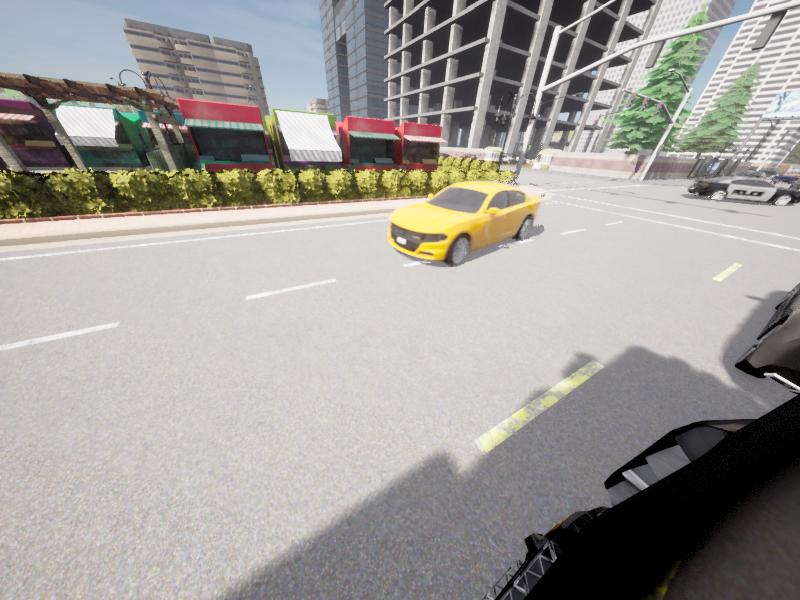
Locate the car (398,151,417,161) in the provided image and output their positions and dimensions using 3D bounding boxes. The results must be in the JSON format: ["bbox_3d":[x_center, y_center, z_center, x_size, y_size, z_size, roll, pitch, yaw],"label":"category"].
[{"bbox_3d":[1.417,-28.812,46.123,1.994,1.385,4.181,-16,38,-26],"label":"car"}]

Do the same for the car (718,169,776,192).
[{"bbox_3d":[35.163,-12.204,23.433,4.553,1.767,2.097,-15,38,-25],"label":"car"}]

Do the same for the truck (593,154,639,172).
[{"bbox_3d":[40.800,-26.069,43.857,2.615,2.467,5.204,-15,38,-25],"label":"truck"}]

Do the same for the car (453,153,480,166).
[{"bbox_3d":[10.932,-23.239,38.250,1.851,1.617,3.988,-16,38,-26],"label":"car"}]

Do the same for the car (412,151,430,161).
[{"bbox_3d":[4.332,-29.869,47.774,1.789,1.549,3.705,-16,38,-26],"label":"car"}]

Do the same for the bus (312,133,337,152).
[{"bbox_3d":[-22.323,-46.300,68.013,3.944,4.253,10.273,-16,38,-26],"label":"bus"}]

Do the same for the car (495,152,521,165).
[{"bbox_3d":[21.123,-27.829,45.455,1.905,1.878,3.866,-15,38,-25],"label":"car"}]

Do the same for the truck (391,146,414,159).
[{"bbox_3d":[0.513,-33.957,53.143,2.390,2.098,6.274,-16,38,-26],"label":"truck"}]

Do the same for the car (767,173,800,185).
[{"bbox_3d":[57.558,-18.140,34.551,4.718,1.301,1.895,-15,38,-25],"label":"car"}]

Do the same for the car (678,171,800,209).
[{"bbox_3d":[23.018,-7.419,15.409,5.238,1.638,1.930,15,36,17],"label":"car"}]

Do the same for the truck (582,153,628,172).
[{"bbox_3d":[37.045,-25.036,42.009,2.615,2.467,5.204,-15,38,-25],"label":"truck"}]

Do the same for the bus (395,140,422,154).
[{"bbox_3d":[3.538,-61.993,93.755,10.273,4.253,3.944,-15,38,-25],"label":"bus"}]

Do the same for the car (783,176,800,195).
[{"bbox_3d":[39.910,-11.162,22.502,4.892,1.490,1.837,-15,38,-25],"label":"car"}]

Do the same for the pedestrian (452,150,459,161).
[{"bbox_3d":[11.327,-29.459,47.103,0.751,1.860,0.751,-15,38,-25],"label":"pedestrian"}]

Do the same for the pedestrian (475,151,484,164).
[{"bbox_3d":[14.373,-25.749,41.748,0.751,1.860,0.751,-8,35,-15],"label":"pedestrian"}]

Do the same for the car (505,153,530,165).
[{"bbox_3d":[23.685,-28.534,46.715,1.905,1.878,3.866,-15,38,-25],"label":"car"}]

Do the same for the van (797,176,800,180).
[{"bbox_3d":[86.421,-25.337,46.473,1.988,2.561,5.915,-15,38,-25],"label":"van"}]

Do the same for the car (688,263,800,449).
[{"bbox_3d":[6.038,0.331,2.552,4.902,1.511,2.128,-15,38,-25],"label":"car"}]

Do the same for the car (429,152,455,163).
[{"bbox_3d":[7.667,-26.494,42.962,1.882,1.535,5.008,-16,38,-26],"label":"car"}]

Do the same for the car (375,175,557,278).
[{"bbox_3d":[1.955,-2.335,6.228,5.008,1.535,1.882,-23,42,-34],"label":"car"}]

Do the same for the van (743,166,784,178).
[{"bbox_3d":[82.491,-29.159,52.464,1.775,1.987,4.442,-15,38,-25],"label":"van"}]

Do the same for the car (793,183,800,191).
[{"bbox_3d":[46.387,-12.939,25.680,4.892,1.490,1.837,-15,38,-25],"label":"car"}]
